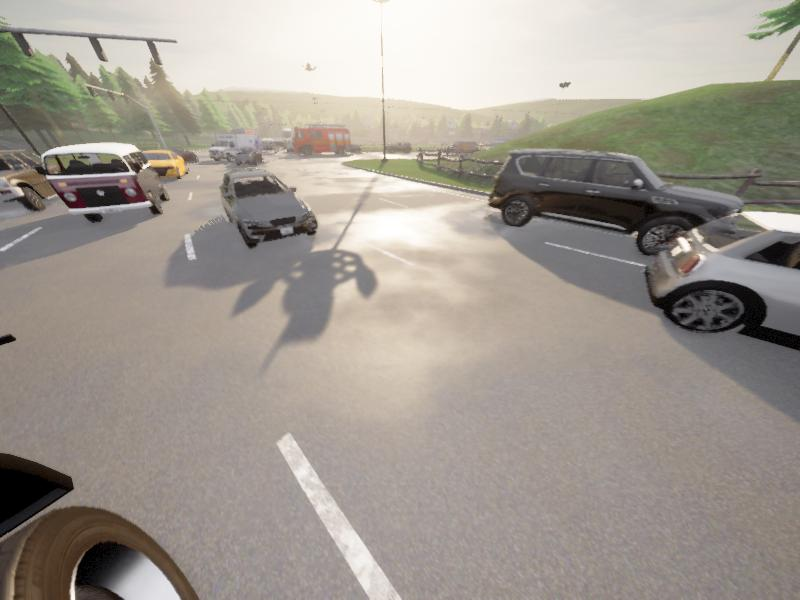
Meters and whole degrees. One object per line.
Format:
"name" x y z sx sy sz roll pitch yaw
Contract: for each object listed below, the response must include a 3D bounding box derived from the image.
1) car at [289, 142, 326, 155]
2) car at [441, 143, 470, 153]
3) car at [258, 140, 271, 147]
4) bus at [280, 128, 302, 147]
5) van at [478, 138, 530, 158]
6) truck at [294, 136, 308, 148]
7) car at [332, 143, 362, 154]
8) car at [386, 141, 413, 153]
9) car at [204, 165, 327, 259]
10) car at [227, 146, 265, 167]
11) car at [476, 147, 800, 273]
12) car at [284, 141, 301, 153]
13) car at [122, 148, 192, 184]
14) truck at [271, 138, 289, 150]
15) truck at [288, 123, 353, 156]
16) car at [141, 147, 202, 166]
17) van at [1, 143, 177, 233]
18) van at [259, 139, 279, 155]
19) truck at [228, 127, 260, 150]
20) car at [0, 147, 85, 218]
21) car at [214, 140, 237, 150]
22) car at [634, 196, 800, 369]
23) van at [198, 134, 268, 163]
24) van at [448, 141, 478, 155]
"car" -15.016 -24.811 37.752 5.027 1.651 2.152 -22 41 -29
"car" 10.812 -29.696 45.165 4.974 1.542 2.038 -8 36 -12
"car" -37.777 -43.849 64.622 2.152 1.651 5.027 -11 37 -16
"bus" -31.915 -47.914 68.221 3.944 4.253 10.273 -8 36 -12
"van" 15.238 -22.402 34.029 6.366 2.431 2.351 -8 36 -12
"truck" -26.038 -41.784 61.092 2.627 2.467 5.204 -8 36 -12
"car" -9.280 -26.594 40.500 4.792 1.488 2.163 -11 36 -15
"car" -0.090 -28.232 42.619 4.605 1.855 1.932 -9 36 -13
"car" -3.962 -2.806 6.611 1.816 1.474 4.193 -25 42 -31
"car" -14.509 -13.711 21.991 1.845 1.501 3.633 -8 36 -11
"car" 5.378 -2.973 6.479 5.566 2.045 2.150 29 44 34
"car" -19.108 -27.409 41.363 2.242 1.667 4.611 -11 37 -16
"car" -15.346 -8.787 14.940 1.882 1.535 5.008 -18 39 -25
"truck" -26.616 -34.852 51.514 2.390 2.098 6.274 -8 36 -12
"truck" -11.969 -24.455 35.366 8.468 3.827 2.891 -17 39 -23
"car" -22.091 -14.130 22.622 1.994 1.385 4.181 -2 35 -3
"van" -9.720 -4.134 7.936 2.069 2.038 4.480 -22 41 -28
"van" -21.026 -24.790 37.279 2.069 2.038 4.480 -12 36 -17
"truck" -33.593 -35.061 50.212 2.891 3.827 8.468 -8 36 -12
"car" -14.464 -4.421 8.425 1.932 1.855 4.605 -21 40 -28
"car" -36.432 -32.499 48.435 2.152 1.651 5.027 -8 36 -12
"car" 5.797 -0.065 2.830 3.806 1.475 1.970 25 42 30
"van" -18.485 -17.212 26.151 2.351 2.431 6.366 6 35 8
"van" 10.606 -25.694 39.049 4.442 1.987 1.775 -8 36 -12
